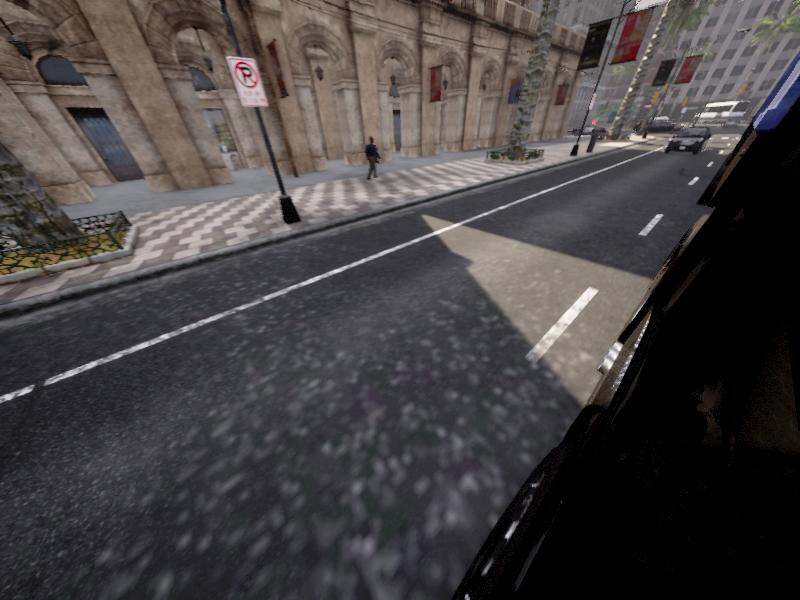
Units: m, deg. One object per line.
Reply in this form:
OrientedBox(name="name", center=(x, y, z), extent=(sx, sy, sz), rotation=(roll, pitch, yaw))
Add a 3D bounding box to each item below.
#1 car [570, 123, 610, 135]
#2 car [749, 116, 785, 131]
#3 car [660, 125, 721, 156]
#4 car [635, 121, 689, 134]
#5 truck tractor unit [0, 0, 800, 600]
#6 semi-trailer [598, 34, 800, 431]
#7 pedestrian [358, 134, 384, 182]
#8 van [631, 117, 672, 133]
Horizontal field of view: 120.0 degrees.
OrientedBox(name="car", center=(34.486, -31.098, 42.114), extent=(2.038, 1.542, 4.974), rotation=(-28, 43, -30))
OrientedBox(name="car", center=(52.632, -25.410, 33.216), extent=(4.792, 1.488, 2.163), rotation=(-28, 43, -30))
OrientedBox(name="car", center=(20.080, -11.067, 15.999), extent=(3.633, 1.501, 1.845), rotation=(-28, 43, -30))
OrientedBox(name="car", center=(41.005, -27.049, 36.304), extent=(5.357, 1.411, 2.033), rotation=(27, 46, 34))
OrientedBox(name="truck tractor unit", center=(2.645, -0.295, 0.351), extent=(6.516, 4.208, 3.053), rotation=(-28, 44, -30))
OrientedBox(name="semi-trailer", center=(8.693, -3.604, 4.240), extent=(14.254, 4.402, 2.717), rotation=(-28, 43, -30))
OrientedBox(name="pedestrian", center=(-1.371, -6.899, 11.253), extent=(0.751, 1.860, 0.751), rotation=(-29, 44, -30))
OrientedBox(name="van", center=(44.615, -31.230, 41.170), extent=(4.480, 2.038, 2.069), rotation=(23, 45, 30))
